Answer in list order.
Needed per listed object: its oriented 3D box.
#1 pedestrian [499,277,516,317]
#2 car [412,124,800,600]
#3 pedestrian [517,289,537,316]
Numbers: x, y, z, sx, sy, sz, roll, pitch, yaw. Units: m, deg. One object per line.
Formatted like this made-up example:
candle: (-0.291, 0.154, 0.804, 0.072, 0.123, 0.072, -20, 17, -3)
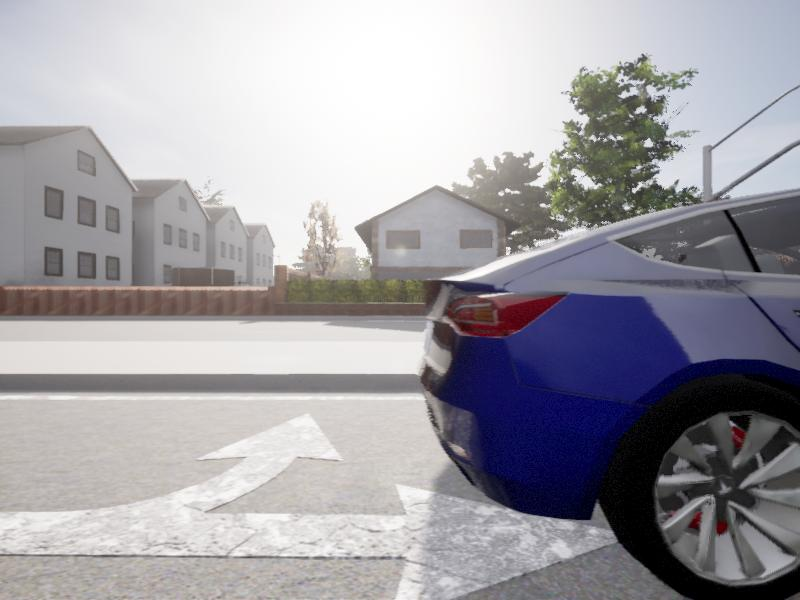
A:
pedestrian: (5.224, -0.142, 19.440, 0.751, 1.860, 0.751, 0, 0, 9)
car: (2.489, 0.248, 2.194, 4.792, 1.488, 2.163, 0, 0, 0)
pedestrian: (6.248, 0.138, 19.777, 0.751, 1.300, 0.751, 0, 0, 0)
